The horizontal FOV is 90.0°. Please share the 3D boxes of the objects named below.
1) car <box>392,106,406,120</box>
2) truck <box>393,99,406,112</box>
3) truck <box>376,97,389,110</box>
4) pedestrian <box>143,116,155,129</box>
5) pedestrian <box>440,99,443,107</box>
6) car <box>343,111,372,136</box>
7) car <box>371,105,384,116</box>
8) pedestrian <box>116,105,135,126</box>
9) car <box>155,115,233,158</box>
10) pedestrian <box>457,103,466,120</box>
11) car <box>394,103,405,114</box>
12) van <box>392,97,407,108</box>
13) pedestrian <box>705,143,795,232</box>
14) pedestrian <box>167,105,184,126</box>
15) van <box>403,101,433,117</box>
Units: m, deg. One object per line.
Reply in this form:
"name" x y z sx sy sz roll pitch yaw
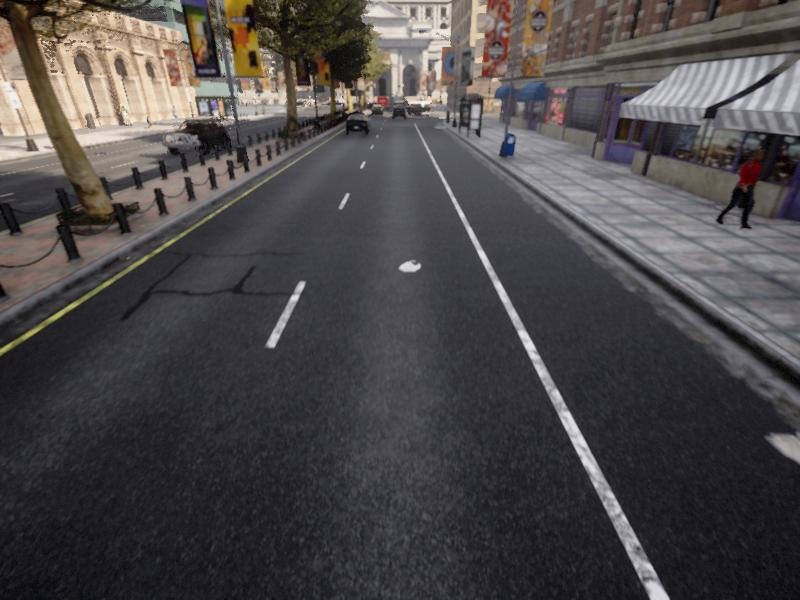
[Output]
"car" -0.097 -25.601 54.688 1.837 1.490 4.892 0 27 0
"truck" -0.142 -38.092 78.275 2.390 2.098 6.274 0 27 0
"truck" -3.656 -42.100 85.654 2.627 2.467 5.204 0 27 0
"pedestrian" -22.866 -16.205 36.488 0.500 1.100 0.500 5 28 10
"pedestrian" 9.914 -47.176 95.793 0.751 1.860 0.751 0 27 0
"car" -3.559 -15.373 34.668 1.930 1.638 5.238 0 27 0
"car" -3.616 -30.667 64.620 1.970 1.475 3.806 0 27 0
"pedestrian" -27.218 -18.268 39.664 0.751 1.860 0.751 5 28 9
"car" -11.538 -9.454 22.917 1.932 1.855 4.605 0 27 0
"pedestrian" 7.574 -23.160 49.165 0.751 1.860 0.751 -6 28 -12
"car" -0.126 -33.412 69.695 1.930 1.638 5.238 0 27 0
"van" -0.067 -48.930 98.954 2.351 2.431 6.366 5 28 9
"pedestrian" 7.945 -2.566 9.178 0.751 1.860 0.751 1 27 1
"pedestrian" -22.668 -18.647 40.400 0.751 1.860 0.751 3 27 6
"van" 2.735 -29.397 61.469 2.069 2.038 4.480 -20 33 -34
